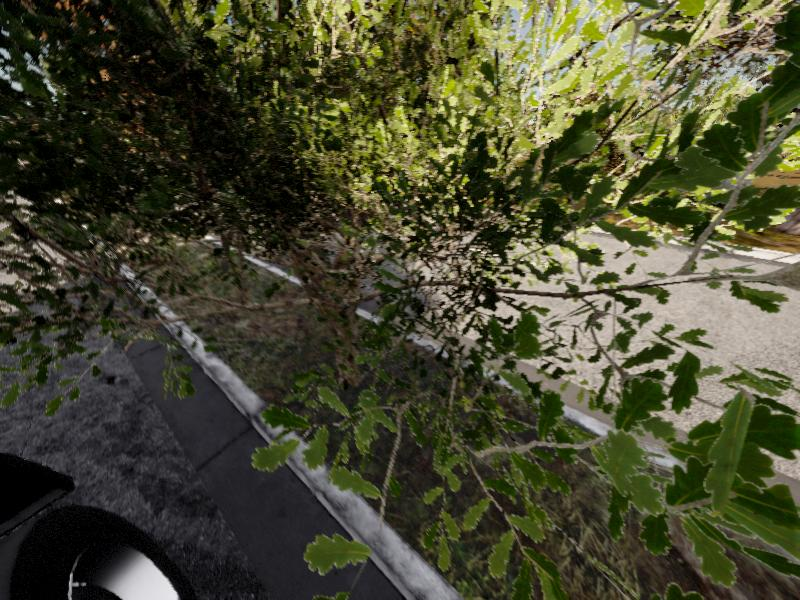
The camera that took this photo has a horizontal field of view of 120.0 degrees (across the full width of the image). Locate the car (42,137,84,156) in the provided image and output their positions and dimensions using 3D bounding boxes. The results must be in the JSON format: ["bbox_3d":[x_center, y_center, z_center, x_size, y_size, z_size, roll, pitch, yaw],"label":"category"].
[{"bbox_3d":[-38.212,-17.471,26.218,3.988,1.617,1.851,22,41,28],"label":"car"}]

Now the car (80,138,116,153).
[{"bbox_3d":[-38.310,-19.607,29.273,3.705,1.549,1.789,22,41,28],"label":"car"}]
